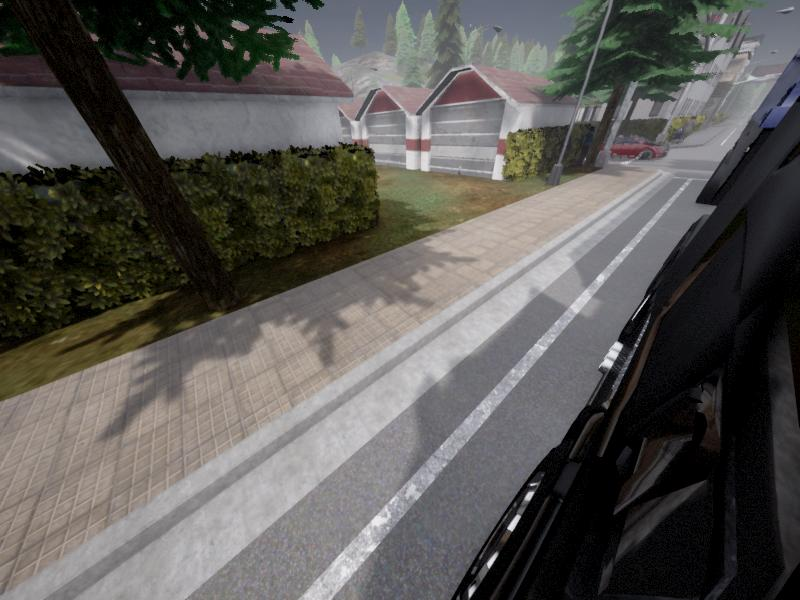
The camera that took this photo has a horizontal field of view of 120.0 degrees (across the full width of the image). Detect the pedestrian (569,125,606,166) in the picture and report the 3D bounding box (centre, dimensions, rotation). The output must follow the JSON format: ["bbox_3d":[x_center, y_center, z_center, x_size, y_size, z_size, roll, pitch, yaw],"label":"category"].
[{"bbox_3d":[10.648,-8.784,13.182,0.751,1.860,0.751,-20,40,-22],"label":"pedestrian"}]

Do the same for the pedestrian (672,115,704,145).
[{"bbox_3d":[23.201,-13.714,18.660,0.751,1.860,0.751,-22,41,-24],"label":"pedestrian"}]

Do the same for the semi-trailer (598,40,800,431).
[{"bbox_3d":[8.677,-3.621,4.246,14.254,4.402,2.717,-28,44,-30],"label":"semi-trailer"}]

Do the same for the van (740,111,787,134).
[{"bbox_3d":[42.251,-20.720,26.969,4.480,2.038,2.069,-28,44,-30],"label":"van"}]

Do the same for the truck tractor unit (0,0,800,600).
[{"bbox_3d":[2.645,-0.295,0.351,6.516,4.208,3.053,-28,44,-30],"label":"truck tractor unit"}]

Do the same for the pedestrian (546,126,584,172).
[{"bbox_3d":[8.344,-7.682,11.770,0.751,1.860,0.751,-22,41,-24],"label":"pedestrian"}]

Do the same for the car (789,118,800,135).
[{"bbox_3d":[43.333,-18.344,24.150,4.974,1.542,2.038,-28,44,-30],"label":"car"}]

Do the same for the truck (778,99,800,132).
[{"bbox_3d":[50.093,-22.917,27.921,8.468,3.827,2.891,-28,44,-30],"label":"truck"}]

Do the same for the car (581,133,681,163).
[{"bbox_3d":[15.125,-10.153,15.396,1.994,1.385,4.181,-29,43,-30],"label":"car"}]
